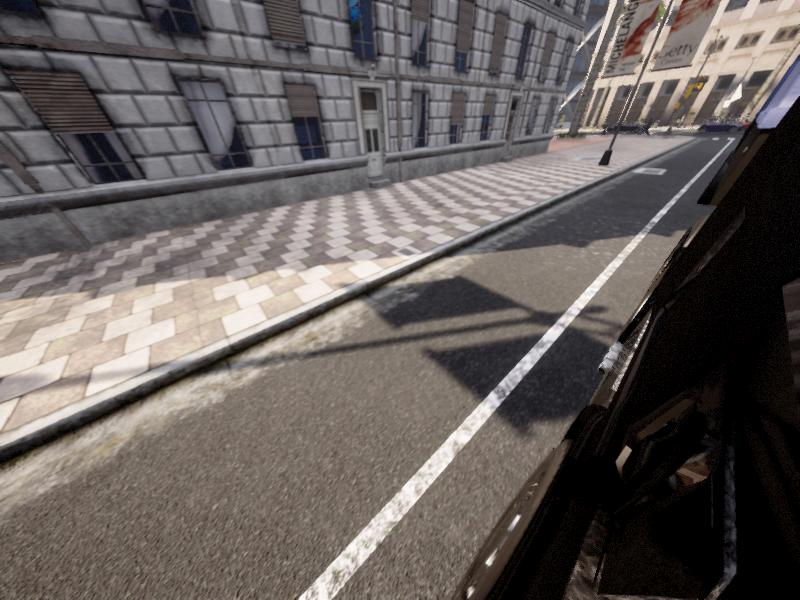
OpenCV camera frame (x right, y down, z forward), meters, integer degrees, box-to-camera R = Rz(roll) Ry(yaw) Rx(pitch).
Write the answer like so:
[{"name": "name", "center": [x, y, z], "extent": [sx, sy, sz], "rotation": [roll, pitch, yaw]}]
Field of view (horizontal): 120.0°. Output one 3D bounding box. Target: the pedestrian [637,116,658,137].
[{"name": "pedestrian", "center": [28.830, -20.189, 26.916], "extent": [0.751, 1.860, 0.751], "rotation": [-16, 39, -17]}]

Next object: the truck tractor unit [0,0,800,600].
[{"name": "truck tractor unit", "center": [2.645, -0.295, 0.351], "extent": [6.516, 4.208, 3.053], "rotation": [-28, 44, -30]}]

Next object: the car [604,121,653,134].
[{"name": "car", "center": [35.536, -26.902, 36.038], "extent": [2.128, 1.511, 4.902], "rotation": [-29, 44, -30]}]

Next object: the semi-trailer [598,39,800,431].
[{"name": "semi-trailer", "center": [8.698, -3.607, 4.224], "extent": [14.254, 4.402, 2.717], "rotation": [-28, 44, -30]}]

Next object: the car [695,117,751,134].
[{"name": "car", "center": [39.157, -21.162, 28.111], "extent": [1.845, 1.501, 3.633], "rotation": [-28, 44, -30]}]

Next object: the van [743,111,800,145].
[{"name": "van", "center": [30.213, -14.039, 18.790], "extent": [4.442, 1.987, 1.775], "rotation": [-30, 44, -31]}]

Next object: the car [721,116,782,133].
[{"name": "car", "center": [43.186, -21.629, 28.519], "extent": [1.970, 1.475, 3.806], "rotation": [-28, 43, -30]}]
